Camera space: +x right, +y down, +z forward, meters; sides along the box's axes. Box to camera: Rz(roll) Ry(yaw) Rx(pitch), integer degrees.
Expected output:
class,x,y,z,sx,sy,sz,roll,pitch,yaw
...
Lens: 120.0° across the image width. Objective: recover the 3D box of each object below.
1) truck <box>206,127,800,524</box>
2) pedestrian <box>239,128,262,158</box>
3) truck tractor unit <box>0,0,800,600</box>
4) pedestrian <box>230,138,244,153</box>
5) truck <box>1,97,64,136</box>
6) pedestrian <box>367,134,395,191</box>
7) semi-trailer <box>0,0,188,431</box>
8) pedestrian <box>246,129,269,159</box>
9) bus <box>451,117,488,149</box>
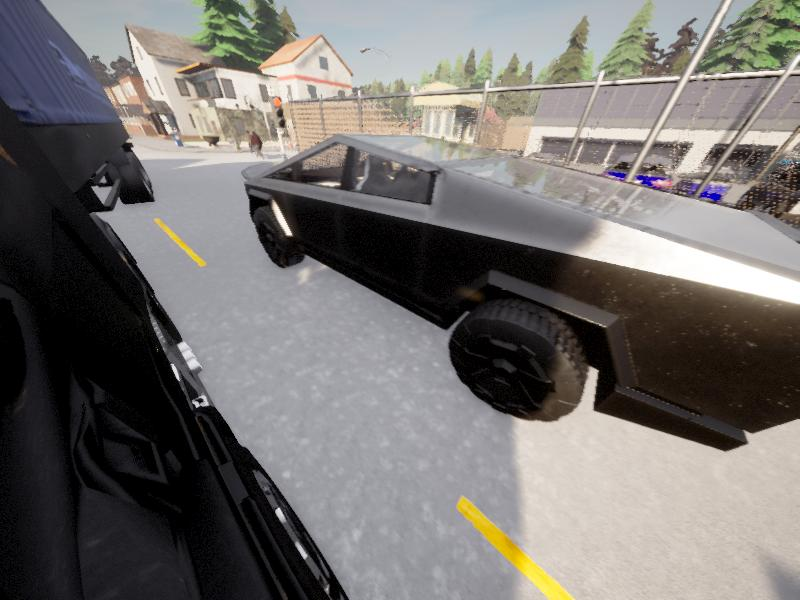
class,x,y,z,sx,sy,sz,roll,pitch,yaw
truck,0.163,-1.068,3.323,6.274,2.098,2.390,28,43,30
pedestrian,-11.684,-12.271,18.075,0.751,1.860,0.751,27,43,30
truck tractor unit,-2.645,-0.295,0.352,6.516,4.208,3.053,28,44,30
pedestrian,-14.435,-13.695,20.503,0.500,1.100,0.500,6,36,4
truck,-51.537,-25.778,32.639,8.468,3.827,2.891,28,43,30
pedestrian,-0.731,-5.502,9.293,0.751,1.860,0.751,21,40,24
semi-trailer,-8.070,-3.935,4.804,2.717,4.402,14.254,-27,45,-33
pedestrian,-10.739,-11.762,17.435,0.751,1.860,0.751,29,44,32
bus,12.871,-31.772,43.982,3.944,4.253,10.273,2,36,0
